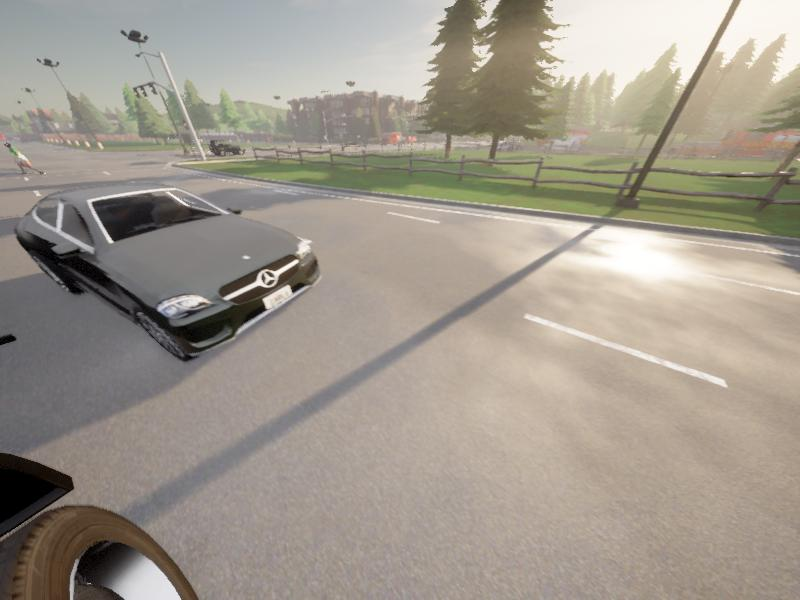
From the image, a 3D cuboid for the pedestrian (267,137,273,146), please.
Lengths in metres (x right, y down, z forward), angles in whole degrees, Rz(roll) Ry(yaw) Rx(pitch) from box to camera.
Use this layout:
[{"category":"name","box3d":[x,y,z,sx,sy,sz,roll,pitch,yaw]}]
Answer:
[{"category":"pedestrian","box3d":[-32.348,-39.323,57.443,0.751,1.860,0.751,26,42,31]}]

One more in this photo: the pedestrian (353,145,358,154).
[{"category":"pedestrian","box3d":[-6.528,-22.159,34.008,0.500,1.100,0.500,25,42,31]}]

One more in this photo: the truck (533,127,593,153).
[{"category":"truck","box3d":[31.447,-31.107,44.994,8.468,3.827,2.891,22,41,28]}]

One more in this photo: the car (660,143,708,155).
[{"category":"car","box3d":[50.845,-27.181,41.552,4.974,1.542,2.038,22,41,28]}]

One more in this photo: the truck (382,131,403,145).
[{"category":"truck","box3d":[-2.593,-56.379,80.505,2.891,3.827,8.468,22,41,28]}]

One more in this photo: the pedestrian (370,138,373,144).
[{"category":"pedestrian","box3d":[-10.173,-56.264,81.675,0.751,1.860,0.751,11,36,14]}]

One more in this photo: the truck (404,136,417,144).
[{"category":"truck","box3d":[4.172,-61.439,88.923,2.627,2.467,5.204,22,41,27]}]

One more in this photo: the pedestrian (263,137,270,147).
[{"category":"pedestrian","box3d":[-32.832,-38.838,56.751,0.751,1.860,0.751,25,42,30]}]

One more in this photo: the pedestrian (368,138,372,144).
[{"category":"pedestrian","box3d":[-10.561,-55.950,81.225,0.751,1.860,0.751,22,41,28]}]

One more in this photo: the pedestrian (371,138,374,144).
[{"category":"pedestrian","box3d":[-9.746,-56.581,82.128,0.751,1.860,0.751,14,37,19]}]

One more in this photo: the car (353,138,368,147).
[{"category":"car","box3d":[-11.306,-45.086,66.112,1.905,1.878,3.866,23,41,28]}]

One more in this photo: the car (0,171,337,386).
[{"category":"car","box3d":[-3.869,-0.913,3.763,5.027,1.651,2.152,16,38,21]}]

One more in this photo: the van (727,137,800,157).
[{"category":"van","box3d":[58.280,-24.548,37.029,5.915,2.561,1.988,22,41,28]}]

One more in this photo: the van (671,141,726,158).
[{"category":"van","box3d":[44.442,-22.566,34.609,4.442,1.987,1.775,22,41,28]}]

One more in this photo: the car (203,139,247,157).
[{"category":"car","box3d":[-23.387,-20.481,31.089,1.905,1.878,3.866,23,41,28]}]

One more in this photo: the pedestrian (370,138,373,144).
[{"category":"pedestrian","box3d":[-10.000,-55.777,80.986,0.751,1.860,0.751,28,43,33]}]

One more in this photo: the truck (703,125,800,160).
[{"category":"truck","box3d":[51.745,-22.802,33.413,8.468,3.827,2.891,22,41,28]}]

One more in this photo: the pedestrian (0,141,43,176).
[{"category":"pedestrian","box3d":[-25.039,-9.325,15.240,0.751,1.860,0.751,23,41,29]}]

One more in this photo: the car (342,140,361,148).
[{"category":"car","box3d":[-12.459,-40.533,59.963,1.837,1.490,4.892,23,41,28]}]

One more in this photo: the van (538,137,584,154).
[{"category":"van","box3d":[29.755,-28.758,42.863,6.366,2.431,2.351,22,41,28]}]

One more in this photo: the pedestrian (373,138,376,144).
[{"category":"pedestrian","box3d":[-9.143,-56.314,81.755,0.751,1.860,0.751,22,41,28]}]

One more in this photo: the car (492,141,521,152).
[{"category":"car","box3d":[21.902,-31.640,47.572,4.856,1.649,2.033,22,41,28]}]

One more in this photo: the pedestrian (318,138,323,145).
[{"category":"pedestrian","box3d":[-23.133,-46.109,67.152,0.751,1.860,0.751,25,42,31]}]
